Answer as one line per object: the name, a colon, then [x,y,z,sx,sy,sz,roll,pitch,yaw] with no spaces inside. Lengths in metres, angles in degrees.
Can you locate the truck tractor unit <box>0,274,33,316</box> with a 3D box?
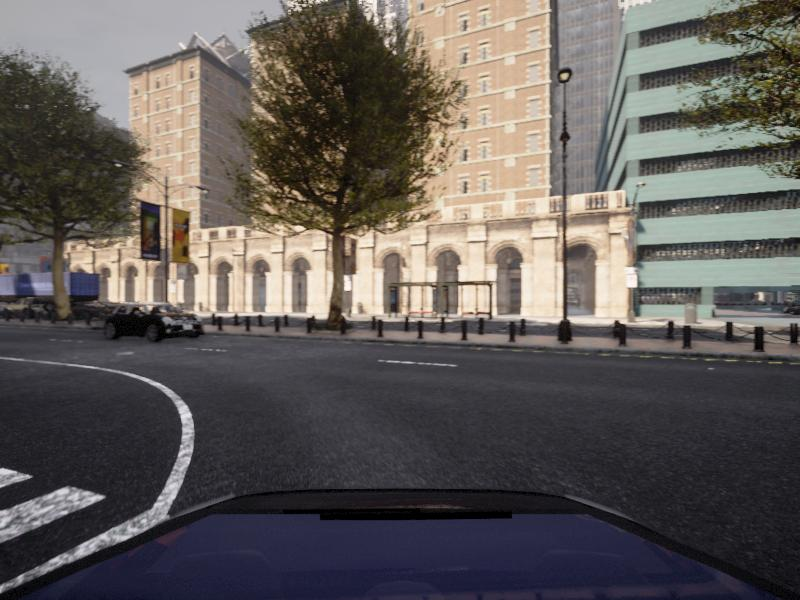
truck tractor unit: [-42.549,-0.469,42.316,6.516,4.208,3.053,0,0,23]

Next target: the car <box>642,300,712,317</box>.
car: [24.287,0.719,35.335,4.786,1.482,2.161,0,0,23]

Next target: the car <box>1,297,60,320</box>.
car: [-31.258,0.665,33.805,4.605,1.855,1.932,0,0,23]

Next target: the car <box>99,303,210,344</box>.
car: [-9.950,0.855,16.231,3.806,1.475,1.970,0,0,23]

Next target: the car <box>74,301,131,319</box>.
car: [-26.520,0.874,35.622,4.892,1.490,1.837,1,0,23]

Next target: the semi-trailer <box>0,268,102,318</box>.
semi-trailer: [-35.237,-0.603,39.263,14.254,4.402,2.717,0,0,23]

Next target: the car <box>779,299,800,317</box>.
car: [36.571,0.669,34.682,4.902,1.511,2.128,0,0,23]

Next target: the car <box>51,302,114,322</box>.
car: [-24.636,0.878,31.056,4.674,1.442,1.812,0,0,23]
